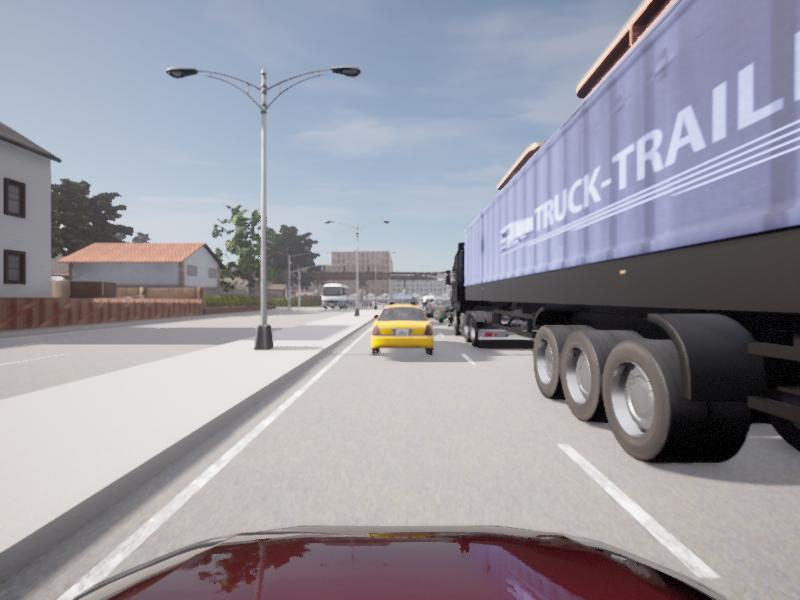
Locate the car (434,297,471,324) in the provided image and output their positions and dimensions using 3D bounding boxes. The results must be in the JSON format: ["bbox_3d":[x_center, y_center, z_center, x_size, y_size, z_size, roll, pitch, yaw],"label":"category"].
[{"bbox_3d":[3.679,0.671,28.685,2.097,1.767,4.553,0,0,0],"label":"car"}]

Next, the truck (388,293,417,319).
[{"bbox_3d":[0.224,0.514,35.622,2.390,2.098,6.274,0,0,0],"label":"truck"}]

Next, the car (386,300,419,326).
[{"bbox_3d":[0.167,0.805,26.872,2.038,1.542,4.974,0,0,0],"label":"car"}]

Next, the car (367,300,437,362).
[{"bbox_3d":[0.078,0.794,12.988,1.801,1.575,5.366,0,0,0],"label":"car"}]

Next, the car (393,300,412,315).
[{"bbox_3d":[0.282,0.789,44.415,2.038,1.542,4.974,0,0,0],"label":"car"}]

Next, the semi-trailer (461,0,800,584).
[{"bbox_3d":[3.604,-0.623,7.846,2.717,4.402,14.254,0,0,0],"label":"semi-trailer"}]

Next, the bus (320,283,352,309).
[{"bbox_3d":[-10.938,-0.586,69.577,3.944,4.253,10.273,0,0,0],"label":"bus"}]

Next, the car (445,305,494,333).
[{"bbox_3d":[3.636,0.926,21.787,1.895,1.301,4.718,0,0,0],"label":"car"}]

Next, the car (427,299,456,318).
[{"bbox_3d":[3.728,0.751,36.692,2.152,1.651,5.027,0,0,0],"label":"car"}]

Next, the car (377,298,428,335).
[{"bbox_3d":[0.124,0.740,20.065,2.242,1.667,4.611,0,0,0],"label":"car"}]

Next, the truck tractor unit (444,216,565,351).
[{"bbox_3d":[3.635,-0.514,15.764,3.053,4.208,6.516,0,0,0],"label":"truck tractor unit"}]
